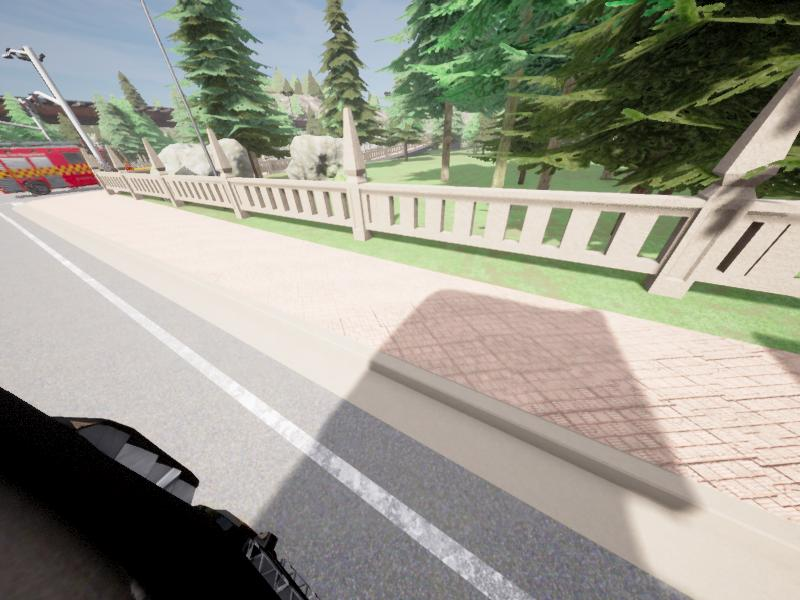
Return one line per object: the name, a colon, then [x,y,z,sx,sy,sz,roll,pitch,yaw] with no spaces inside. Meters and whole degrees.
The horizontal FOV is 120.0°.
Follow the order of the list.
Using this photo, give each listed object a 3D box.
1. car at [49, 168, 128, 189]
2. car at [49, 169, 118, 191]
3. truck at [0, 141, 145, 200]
car: [-35.169,-13.958,26.301,1.882,1.535,5.008,16,38,26]
car: [-32.698,-12.554,23.985,1.789,1.549,3.705,16,38,26]
truck: [-30.342,-12.023,20.943,2.891,3.827,8.468,16,38,26]
